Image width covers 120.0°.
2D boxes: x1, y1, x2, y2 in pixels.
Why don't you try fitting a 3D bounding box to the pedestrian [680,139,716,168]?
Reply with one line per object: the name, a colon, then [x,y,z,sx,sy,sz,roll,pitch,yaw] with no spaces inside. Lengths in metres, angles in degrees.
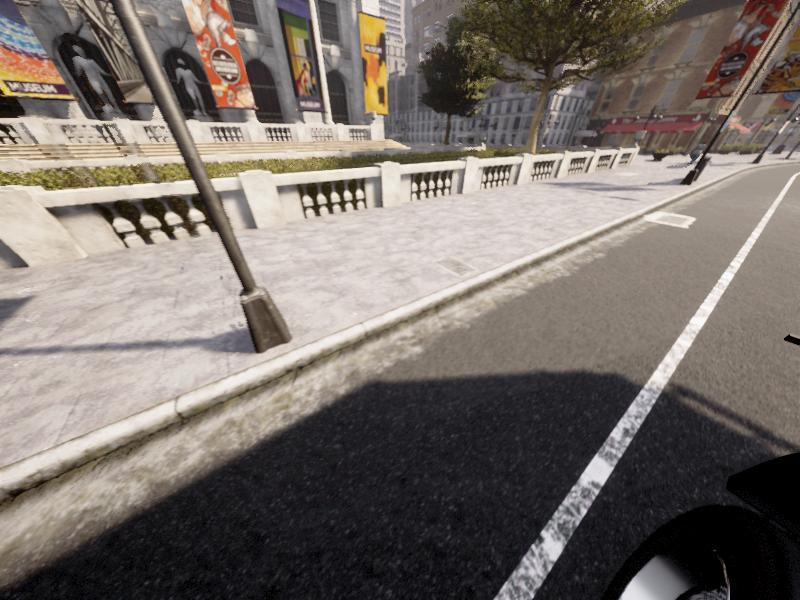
pedestrian: [23.425,-11.527,18.194,0.751,1.860,0.751,-15,38,-20]
